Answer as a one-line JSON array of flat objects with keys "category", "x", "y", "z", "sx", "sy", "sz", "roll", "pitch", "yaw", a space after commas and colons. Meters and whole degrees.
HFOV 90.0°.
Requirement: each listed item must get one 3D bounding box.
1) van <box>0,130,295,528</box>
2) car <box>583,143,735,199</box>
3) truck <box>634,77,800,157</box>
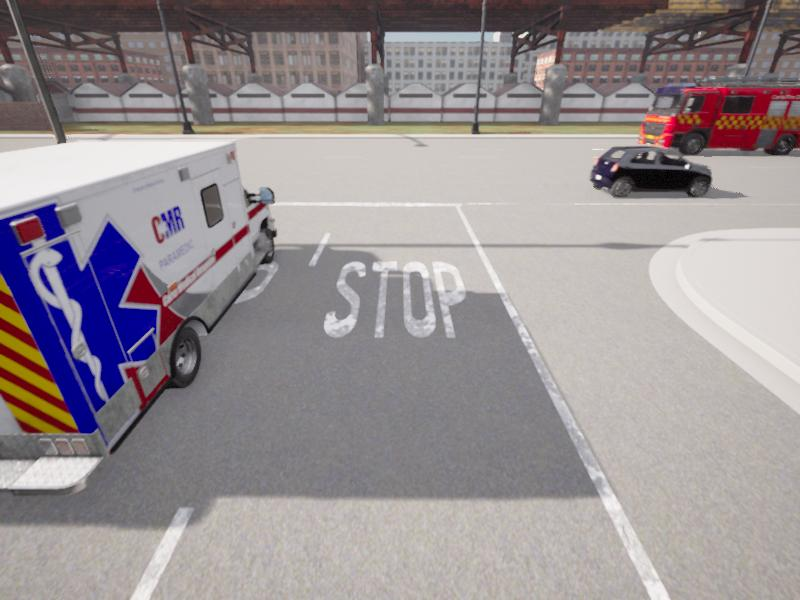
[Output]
[{"category": "van", "x": -3.495, "y": -0.744, "z": 5.419, "sx": 2.351, "sy": 2.431, "sz": 6.366, "roll": 0, "pitch": 27, "yaw": 0}, {"category": "car", "x": 8.519, "y": -4.373, "z": 13.477, "sx": 3.633, "sy": 1.501, "sz": 1.845, "roll": 0, "pitch": 27, "yaw": -1}, {"category": "truck", "x": 18.593, "y": -10.249, "z": 22.423, "sx": 8.468, "sy": 3.827, "sz": 2.891, "roll": 0, "pitch": 27, "yaw": 0}]
